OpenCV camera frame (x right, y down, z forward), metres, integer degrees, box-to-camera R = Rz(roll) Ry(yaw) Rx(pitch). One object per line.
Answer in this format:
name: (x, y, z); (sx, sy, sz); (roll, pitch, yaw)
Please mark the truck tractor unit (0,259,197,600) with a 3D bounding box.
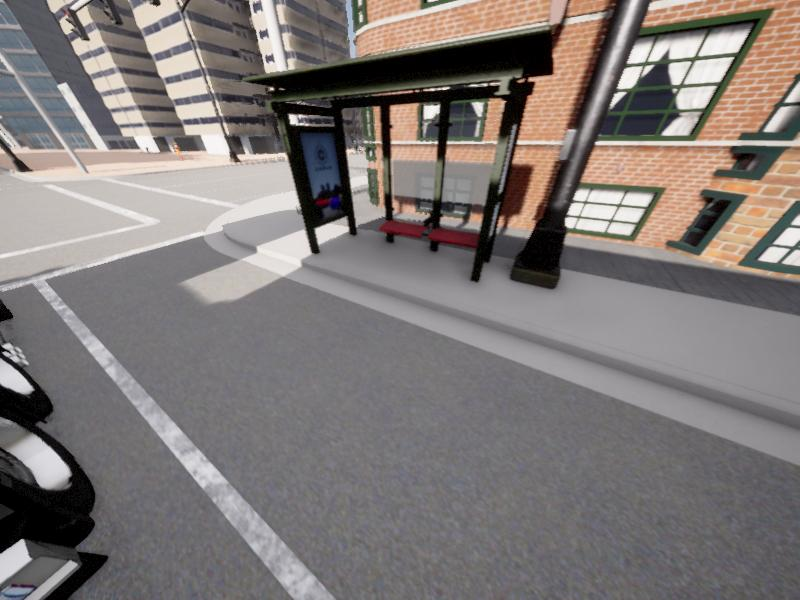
truck tractor unit: (-5.109, -0.303, 0.776); (6.516, 4.208, 3.053); (19, 40, 24)
